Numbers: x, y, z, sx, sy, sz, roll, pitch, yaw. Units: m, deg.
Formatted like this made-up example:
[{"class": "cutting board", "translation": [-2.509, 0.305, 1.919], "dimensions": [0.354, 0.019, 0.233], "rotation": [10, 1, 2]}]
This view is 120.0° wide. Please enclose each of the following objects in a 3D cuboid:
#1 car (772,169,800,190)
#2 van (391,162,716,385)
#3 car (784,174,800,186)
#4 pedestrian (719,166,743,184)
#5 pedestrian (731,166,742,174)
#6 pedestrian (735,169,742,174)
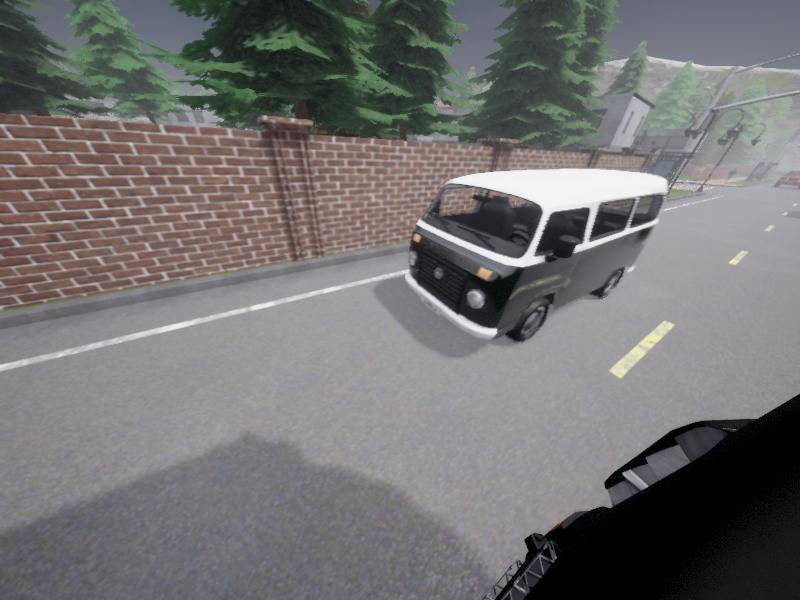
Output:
[{"class": "car", "translation": [51.549, -15.771, 30.128], "dimensions": [5.566, 2.045, 2.150], "rotation": [-17, 38, -27]}, {"class": "van", "translation": [2.341, -0.973, 3.797], "dimensions": [4.480, 2.038, 2.069], "rotation": [-17, 38, -27]}, {"class": "car", "translation": [63.959, -19.228, 36.967], "dimensions": [4.181, 1.385, 1.994], "rotation": [-17, 38, -27]}, {"class": "pedestrian", "translation": [42.223, -15.942, 29.496], "dimensions": [0.751, 1.860, 0.751], "rotation": [17, 36, 20]}, {"class": "pedestrian", "translation": [89.404, -34.539, 61.395], "dimensions": [0.751, 1.860, 0.751], "rotation": [-14, 37, -24]}, {"class": "pedestrian", "translation": [89.130, -33.746, 60.863], "dimensions": [0.500, 1.100, 0.500], "rotation": [23, 39, 28]}]
